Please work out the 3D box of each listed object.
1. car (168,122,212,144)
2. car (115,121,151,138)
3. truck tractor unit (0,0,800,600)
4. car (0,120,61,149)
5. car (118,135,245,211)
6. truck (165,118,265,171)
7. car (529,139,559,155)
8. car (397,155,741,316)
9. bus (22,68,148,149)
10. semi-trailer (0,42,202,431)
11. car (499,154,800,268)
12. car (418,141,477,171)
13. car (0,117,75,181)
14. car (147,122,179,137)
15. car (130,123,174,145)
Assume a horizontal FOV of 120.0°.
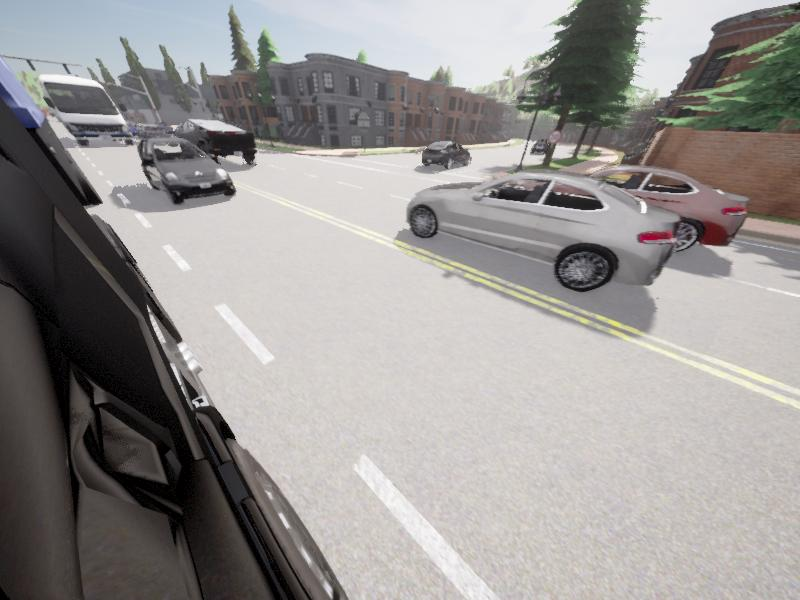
[{"bbox_3d":[-22.921,-18.263,25.207,4.856,1.649,2.033,28,44,30],"label":"car"},{"bbox_3d":[-31.165,-19.867,26.939,4.193,1.474,1.816,28,44,30],"label":"car"},{"bbox_3d":[-2.645,-0.295,0.352,6.516,4.208,3.053,28,44,30],"label":"truck tractor unit"},{"bbox_3d":[-26.174,-11.747,16.374,3.633,1.501,1.845,28,44,30],"label":"car"},{"bbox_3d":[-7.388,-4.479,7.823,3.988,1.617,1.851,28,44,30],"label":"car"},{"bbox_3d":[-11.005,-9.353,13.688,6.274,2.098,2.390,28,44,30],"label":"truck"},{"bbox_3d":[19.503,-20.783,31.274,2.033,1.649,4.856,28,44,30],"label":"car"},{"bbox_3d":[2.574,-1.903,5.019,5.027,1.651,2.152,28,44,30],"label":"car"},{"bbox_3d":[-26.375,-15.806,19.507,10.273,4.253,3.944,28,44,30],"label":"bus"},{"bbox_3d":[-8.701,-3.606,4.222,14.254,4.402,2.717,28,44,30],"label":"semi-trailer"},{"bbox_3d":[5.891,-2.869,6.525,5.027,1.651,2.152,28,44,30],"label":"car"},{"bbox_3d":[3.428,-10.276,16.305,1.837,1.490,4.892,26,42,29],"label":"car"},{"bbox_3d":[-15.979,-6.451,9.659,4.605,1.855,1.932,28,44,30],"label":"car"},{"bbox_3d":[-31.800,-22.944,31.007,4.193,1.474,1.816,28,44,30],"label":"car"},{"bbox_3d":[-23.764,-15.913,22.140,4.193,1.474,1.816,28,44,30],"label":"car"}]
